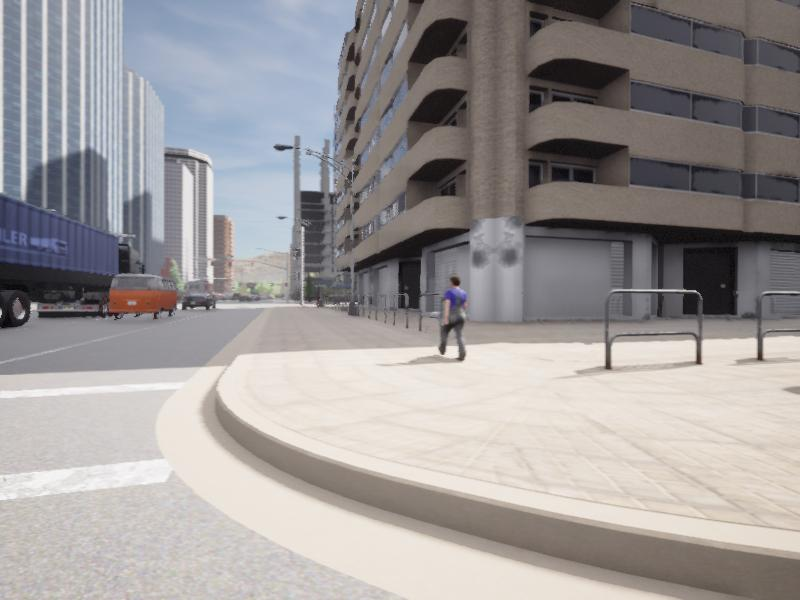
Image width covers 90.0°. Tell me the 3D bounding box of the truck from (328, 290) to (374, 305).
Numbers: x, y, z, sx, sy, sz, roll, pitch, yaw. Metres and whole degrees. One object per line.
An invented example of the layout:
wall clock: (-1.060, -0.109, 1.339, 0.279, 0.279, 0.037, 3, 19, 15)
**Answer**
truck: (-7.078, -0.385, 57.591, 6.274, 2.098, 2.390, 0, 0, -16)

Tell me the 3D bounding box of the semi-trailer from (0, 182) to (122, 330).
semi-trailer: (-13.966, -1.335, 13.960, 2.717, 4.402, 14.254, 0, 0, -17)

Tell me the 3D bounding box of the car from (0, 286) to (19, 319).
car: (-18.562, 0.094, 16.979, 1.970, 1.475, 3.806, 0, 0, -17)

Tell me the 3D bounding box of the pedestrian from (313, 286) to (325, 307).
pedestrian: (-7.304, -0.322, 36.208, 0.751, 1.860, 0.751, 1, 0, 42)

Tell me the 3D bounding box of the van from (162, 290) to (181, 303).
van: (-36.597, -0.529, 64.129, 1.775, 1.987, 4.442, 0, 1, -17)

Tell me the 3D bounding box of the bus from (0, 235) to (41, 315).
bus: (-22.899, -1.333, 19.623, 3.944, 4.253, 10.273, 0, 0, -17)

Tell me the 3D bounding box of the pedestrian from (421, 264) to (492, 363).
pedestrian: (0.785, 0.178, 5.704, 0.751, 1.300, 0.751, 0, 0, -17)

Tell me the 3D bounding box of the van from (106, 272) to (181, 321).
van: (-11.773, -0.137, 18.704, 1.775, 1.987, 4.442, 0, 0, -17)

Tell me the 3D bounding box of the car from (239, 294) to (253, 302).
car: (-31.208, -0.346, 81.016, 1.837, 1.490, 4.892, 1, 0, -11)

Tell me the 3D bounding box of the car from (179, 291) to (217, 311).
car: (-15.468, 0.048, 30.826, 1.812, 1.442, 4.674, 0, 0, -17)

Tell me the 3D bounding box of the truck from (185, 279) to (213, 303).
truck: (-34.345, -1.459, 68.731, 2.891, 3.827, 8.468, 0, 0, -17)

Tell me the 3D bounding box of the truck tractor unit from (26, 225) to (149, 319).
truck tractor unit: (-16.280, -1.295, 21.525, 3.053, 4.208, 6.516, 0, 1, -17)
